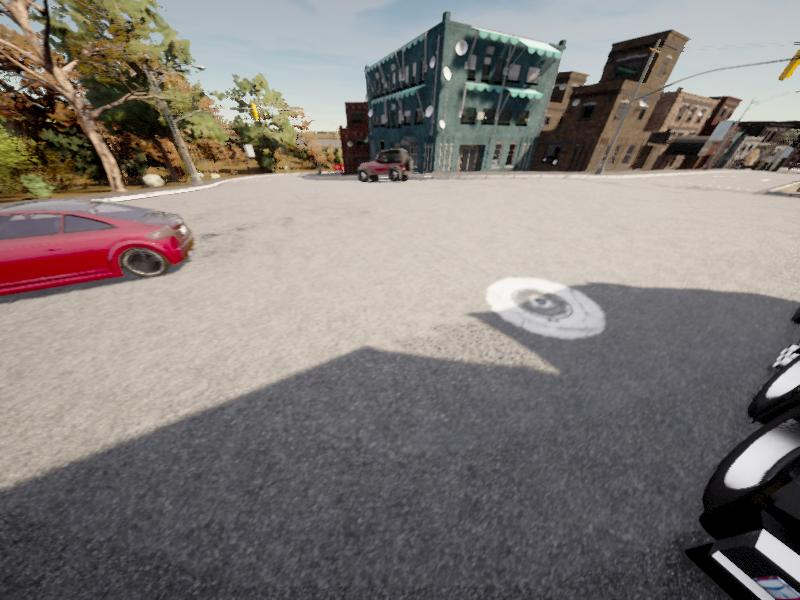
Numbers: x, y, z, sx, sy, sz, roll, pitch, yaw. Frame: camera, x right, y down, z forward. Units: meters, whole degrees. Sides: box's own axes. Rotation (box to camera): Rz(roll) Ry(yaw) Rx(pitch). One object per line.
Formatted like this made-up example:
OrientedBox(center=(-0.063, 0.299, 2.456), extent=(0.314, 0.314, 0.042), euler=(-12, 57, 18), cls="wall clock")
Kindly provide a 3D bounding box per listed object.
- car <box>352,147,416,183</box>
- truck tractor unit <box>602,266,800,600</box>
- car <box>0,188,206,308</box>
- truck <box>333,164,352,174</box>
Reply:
OrientedBox(center=(-1.014, -9.270, 16.015), extent=(3.866, 1.878, 1.905), euler=(9, 31, 19), cls="car")
OrientedBox(center=(5.107, -0.304, 0.774), extent=(6.516, 4.208, 3.053), euler=(-18, 39, -24), cls="truck tractor unit")
OrientedBox(center=(-6.666, -1.089, 4.405), extent=(4.181, 1.385, 1.994), euler=(-17, 38, -25), cls="car")
OrientedBox(center=(-16.403, -37.610, 66.297), extent=(2.627, 2.467, 5.204), euler=(13, 32, 17), cls="truck")
